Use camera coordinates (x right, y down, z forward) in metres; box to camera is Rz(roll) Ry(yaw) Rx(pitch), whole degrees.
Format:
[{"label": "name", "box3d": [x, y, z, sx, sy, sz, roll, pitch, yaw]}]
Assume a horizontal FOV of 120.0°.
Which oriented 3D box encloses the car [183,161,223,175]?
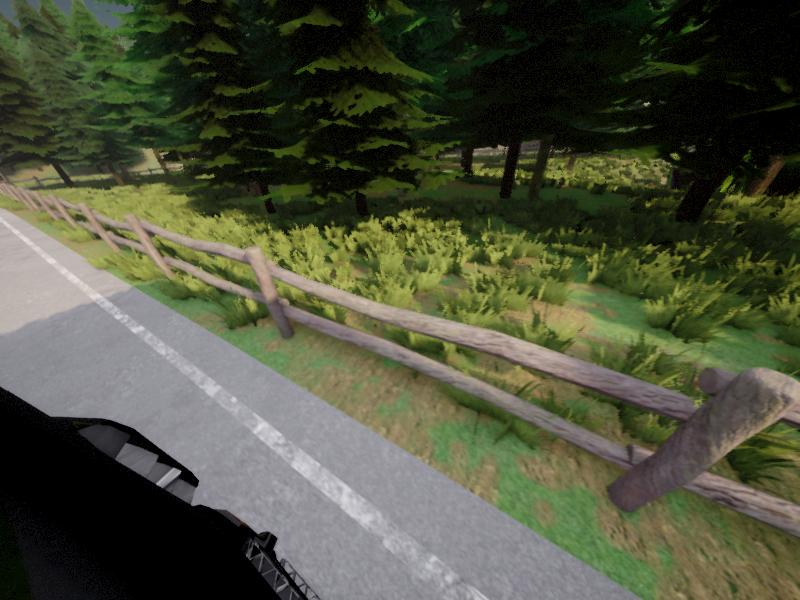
[{"label": "car", "box3d": [-31.585, -21.275, 37.169, 4.674, 1.442, 1.812, -23, 38, -27]}]
